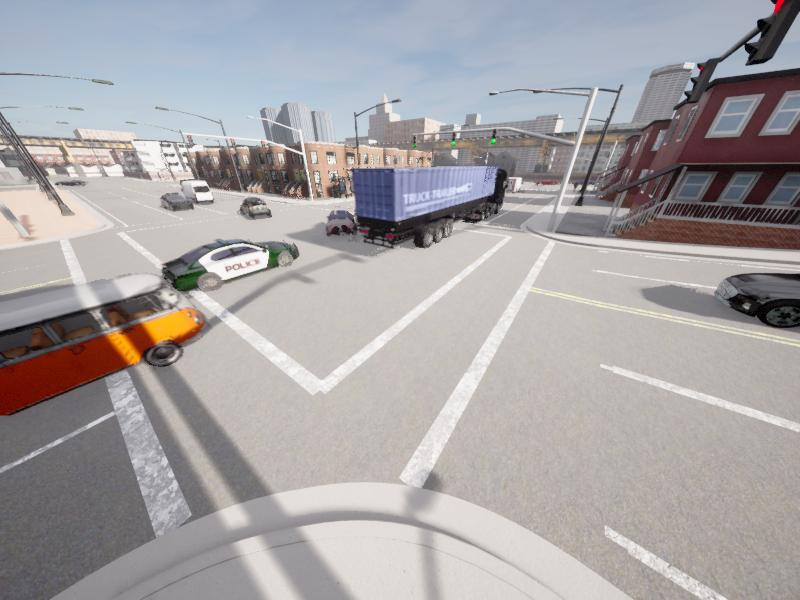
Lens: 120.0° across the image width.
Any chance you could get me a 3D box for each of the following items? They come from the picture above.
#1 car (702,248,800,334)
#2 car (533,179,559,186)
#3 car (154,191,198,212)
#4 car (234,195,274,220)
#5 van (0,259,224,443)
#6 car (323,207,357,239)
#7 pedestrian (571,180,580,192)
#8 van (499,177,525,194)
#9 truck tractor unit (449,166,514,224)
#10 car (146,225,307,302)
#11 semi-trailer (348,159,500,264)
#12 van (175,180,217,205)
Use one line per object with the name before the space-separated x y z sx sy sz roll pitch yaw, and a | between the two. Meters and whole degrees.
car | 12.056 0.004 5.797 4.856 1.649 2.033 15 33 33
car | 36.754 -29.651 58.118 5.008 1.535 1.882 4 30 7
car | -25.064 -11.054 25.804 5.238 1.638 1.930 20 36 31
car | -14.040 -8.911 22.127 3.988 1.617 1.851 26 39 38
van | -6.873 0.885 4.781 1.775 1.987 4.442 22 37 34
car | -4.344 -5.748 16.887 1.994 1.385 4.181 -7 31 -11
pedestrian | 31.230 -20.233 41.130 0.751 1.860 0.751 21 36 32
van | 20.517 -20.931 42.126 2.351 2.431 6.366 20 36 31
truck tractor unit | 7.636 -10.032 21.452 3.053 4.208 6.516 20 36 31
car | -6.996 -1.892 10.052 2.038 1.542 4.974 20 36 31
semi-trailer | 2.942 -6.930 15.887 2.717 4.402 14.254 20 36 31
van | -26.995 -14.285 30.503 5.915 2.561 1.988 21 36 31
